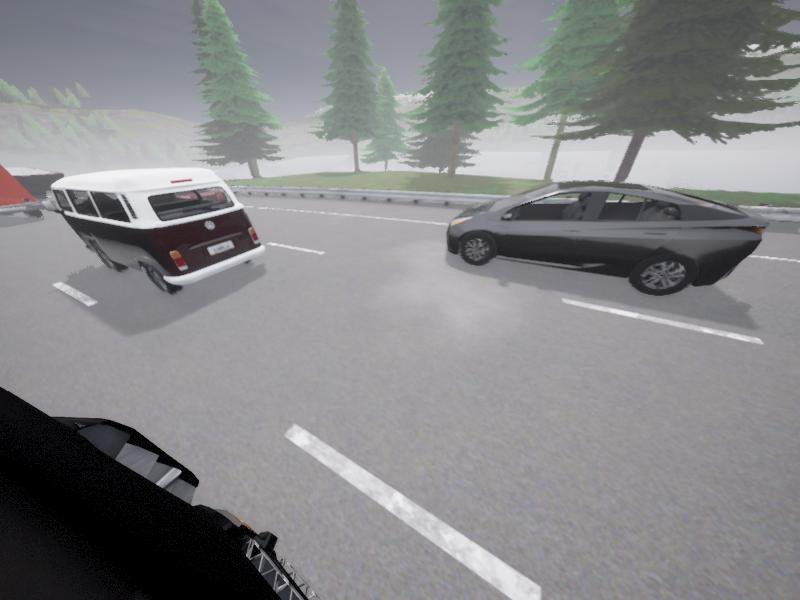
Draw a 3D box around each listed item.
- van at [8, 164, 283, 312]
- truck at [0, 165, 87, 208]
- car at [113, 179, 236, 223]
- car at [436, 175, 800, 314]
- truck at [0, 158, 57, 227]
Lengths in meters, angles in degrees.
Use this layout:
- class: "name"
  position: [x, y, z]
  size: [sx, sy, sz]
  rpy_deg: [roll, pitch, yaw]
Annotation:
- class: "van"
  position: [-5.247, -1.660, 5.000]
  size: [4.480, 2.038, 2.069]
  rpy_deg: [14, 37, 23]
- class: "truck"
  position: [-24.803, -7.507, 15.189]
  size: [6.274, 2.098, 2.390]
  rpy_deg: [9, 35, 17]
- class: "car"
  position: [-10.146, -4.587, 10.441]
  size: [4.718, 1.301, 1.895]
  rpy_deg: [12, 36, 21]
- class: "car"
  position: [3.242, -1.475, 4.564]
  size: [4.514, 1.525, 2.007]
  rpy_deg: [15, 38, 25]
- class: "truck"
  position: [-19.633, -4.784, 10.374]
  size: [5.204, 2.467, 2.627]
  rpy_deg: [10, 36, 18]
